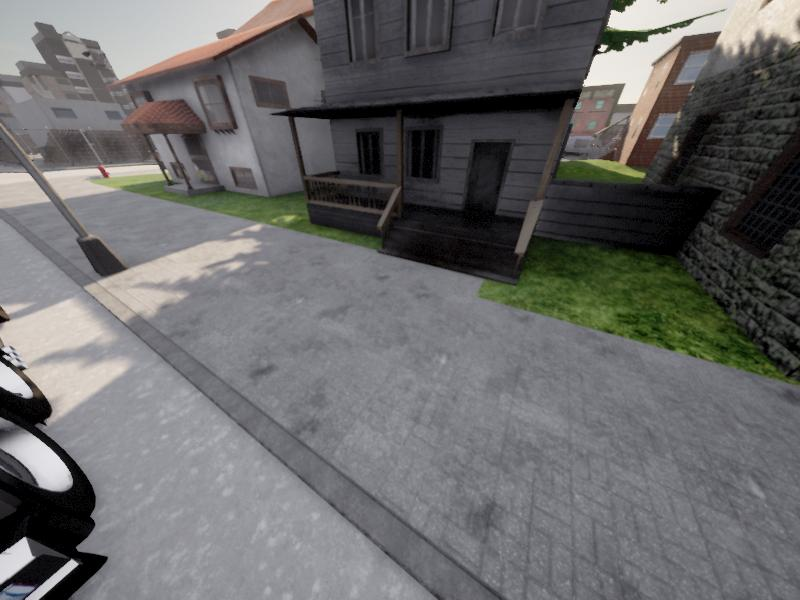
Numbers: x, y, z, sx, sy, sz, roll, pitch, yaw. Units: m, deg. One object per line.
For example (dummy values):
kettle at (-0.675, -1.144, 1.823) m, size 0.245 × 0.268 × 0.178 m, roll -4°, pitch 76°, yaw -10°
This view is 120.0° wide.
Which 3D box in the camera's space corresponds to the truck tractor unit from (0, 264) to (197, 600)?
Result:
truck tractor unit at (-5.117, -0.293, 0.790) m, size 6.516 × 4.208 × 3.053 m, roll 18°, pitch 39°, yaw 24°
